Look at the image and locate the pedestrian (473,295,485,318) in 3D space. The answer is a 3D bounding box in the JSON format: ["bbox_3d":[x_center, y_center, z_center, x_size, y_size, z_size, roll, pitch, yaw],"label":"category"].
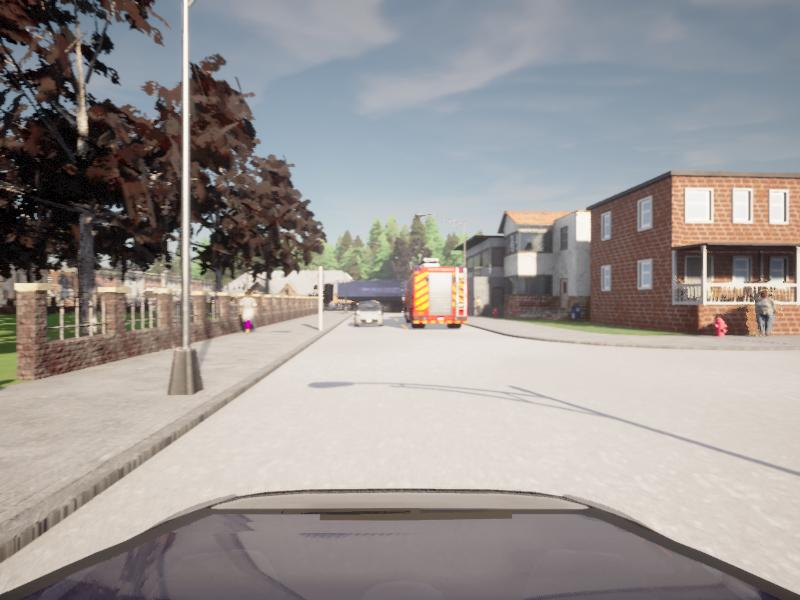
[{"bbox_3d":[6.524,0.554,33.221,0.751,1.860,0.751,0,0,-9],"label":"pedestrian"}]

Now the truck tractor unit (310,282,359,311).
[{"bbox_3d":[-9.488,-0.508,58.606,6.516,4.208,3.053,0,0,7],"label":"truck tractor unit"}]

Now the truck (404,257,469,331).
[{"bbox_3d":[1.920,-0.308,24.875,2.891,3.827,8.468,0,0,-3],"label":"truck"}]

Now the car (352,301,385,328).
[{"bbox_3d":[-1.896,0.836,24.184,1.845,1.501,3.633,0,0,-5],"label":"car"}]

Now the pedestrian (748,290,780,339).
[{"bbox_3d":[14.260,0.546,15.674,0.751,1.860,0.751,0,0,-29],"label":"pedestrian"}]

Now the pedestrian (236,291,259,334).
[{"bbox_3d":[-6.728,0.534,17.668,0.751,1.860,0.751,0,0,-3],"label":"pedestrian"}]

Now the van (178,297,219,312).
[{"bbox_3d":[-26.961,0.565,53.597,4.480,2.038,2.069,0,0,-3],"label":"van"}]

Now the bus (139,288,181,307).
[{"bbox_3d":[-55.441,-0.556,92.917,3.944,4.253,10.273,0,0,-4],"label":"bus"}]

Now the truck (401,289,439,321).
[{"bbox_3d":[1.605,0.374,33.844,2.627,2.467,5.204,0,0,-4],"label":"truck"}]

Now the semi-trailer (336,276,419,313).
[{"bbox_3d":[-3.524,-0.606,53.952,2.717,4.402,14.254,1,-1,-43],"label":"semi-trailer"}]

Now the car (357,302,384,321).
[{"bbox_3d":[-2.398,0.906,32.994,2.033,1.411,5.357,0,0,-4],"label":"car"}]
